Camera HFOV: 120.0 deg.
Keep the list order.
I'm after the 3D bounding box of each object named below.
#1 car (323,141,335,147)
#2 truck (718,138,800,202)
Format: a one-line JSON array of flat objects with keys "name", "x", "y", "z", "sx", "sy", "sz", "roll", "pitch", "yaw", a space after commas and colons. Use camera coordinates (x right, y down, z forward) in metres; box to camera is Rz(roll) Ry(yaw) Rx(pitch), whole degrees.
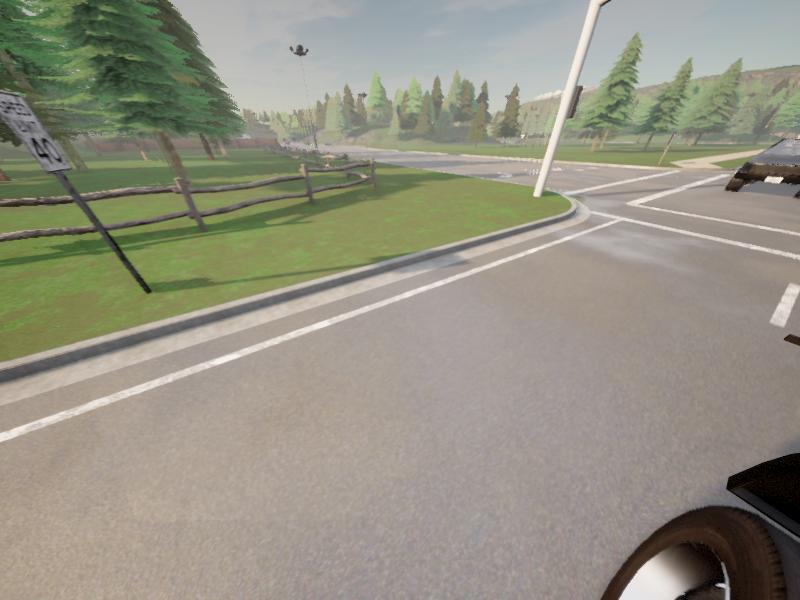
[{"name": "car", "x": -25.848, "y": -56.774, "z": 83.998, "sx": 2.128, "sy": 1.511, "sz": 4.902, "roll": -23, "pitch": 41, "yaw": -29}, {"name": "truck", "x": 18.301, "y": -6.269, "z": 10.783, "sx": 6.274, "sy": 2.098, "sz": 2.390, "roll": -20, "pitch": 39, "yaw": -25}]
